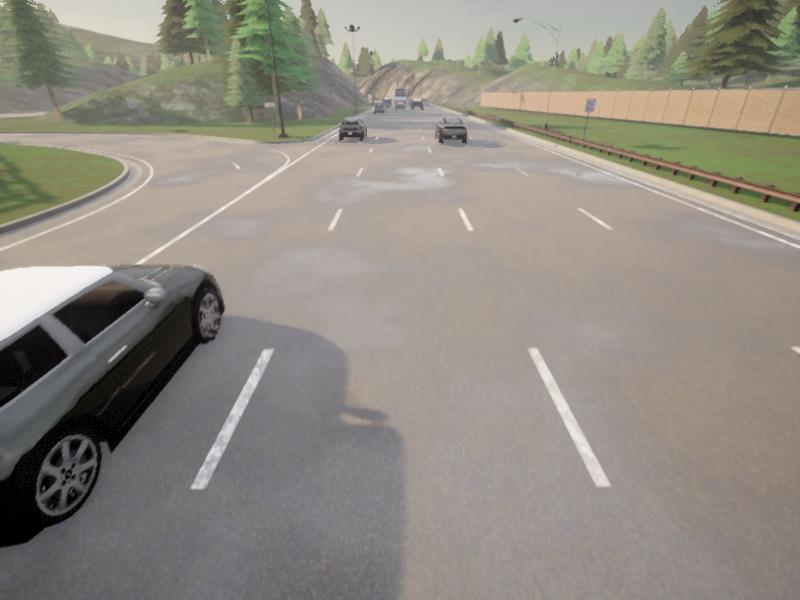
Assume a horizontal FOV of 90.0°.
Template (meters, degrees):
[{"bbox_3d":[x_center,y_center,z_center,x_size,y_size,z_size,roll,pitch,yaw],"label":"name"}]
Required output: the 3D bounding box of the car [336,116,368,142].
[{"bbox_3d":[-3.489,-12.834,29.840,1.816,1.474,4.193,0,27,0],"label":"car"}]

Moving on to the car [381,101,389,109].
[{"bbox_3d":[-3.395,-44.166,90.486,1.816,1.474,4.193,0,27,0],"label":"car"}]

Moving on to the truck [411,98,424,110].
[{"bbox_3d":[3.554,-40.832,83.320,2.390,2.098,6.274,0,27,0],"label":"truck"}]

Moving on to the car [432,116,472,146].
[{"bbox_3d":[3.513,-11.815,27.789,2.128,1.511,4.902,0,27,0],"label":"car"}]

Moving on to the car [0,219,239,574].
[{"bbox_3d":[-3.492,0.416,4.187,1.970,1.475,3.806,0,27,0],"label":"car"}]

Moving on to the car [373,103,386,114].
[{"bbox_3d":[-3.475,-32.669,68.179,1.851,1.617,3.988,0,27,0],"label":"car"}]

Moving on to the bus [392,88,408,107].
[{"bbox_3d":[-0.072,-51.811,102.244,3.944,4.253,10.273,0,27,0],"label":"bus"}]
